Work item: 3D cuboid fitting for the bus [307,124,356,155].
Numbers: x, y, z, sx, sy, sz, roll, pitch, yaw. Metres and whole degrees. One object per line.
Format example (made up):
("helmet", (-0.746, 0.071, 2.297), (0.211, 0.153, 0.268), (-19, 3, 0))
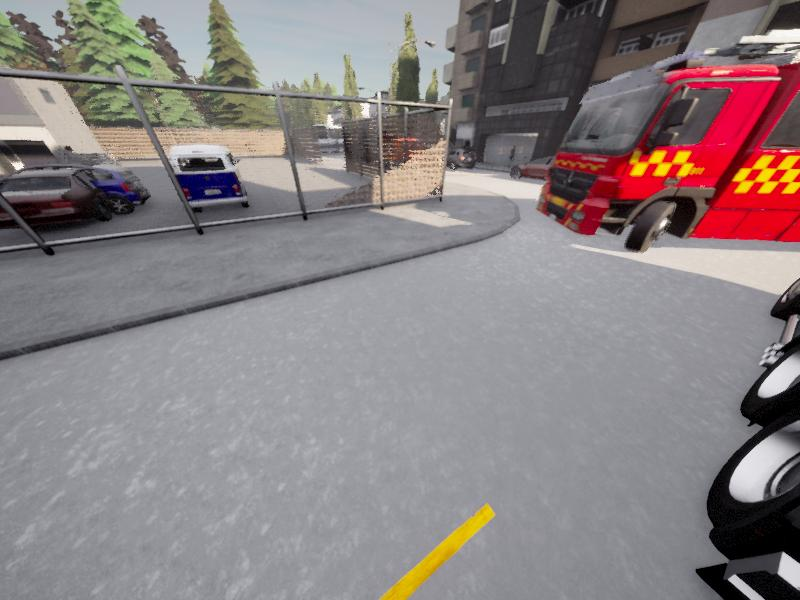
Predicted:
("bus", (-12.396, -30.160, 43.403), (3.944, 4.253, 10.273), (7, 36, 12))

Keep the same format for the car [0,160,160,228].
("car", (-10.993, -3.621, 7.635), (3.705, 1.547, 1.789), (-18, 39, -24))

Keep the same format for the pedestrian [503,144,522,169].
("pedestrian", (9.908, -12.666, 20.365), (0.751, 1.860, 0.751), (-11, 36, -15))

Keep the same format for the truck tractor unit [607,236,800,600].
("truck tractor unit", (5.067, -0.340, 0.856), (6.516, 4.208, 3.053), (-20, 40, -26))

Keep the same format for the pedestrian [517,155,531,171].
("pedestrian", (10.428, -11.554, 19.439), (0.500, 1.100, 0.500), (-15, 38, -21))

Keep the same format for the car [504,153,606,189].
("car", (9.548, -8.386, 14.783), (2.163, 1.488, 4.792), (-18, 39, -24))

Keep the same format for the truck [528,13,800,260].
("truck", (8.596, -3.374, 5.540), (8.468, 3.827, 2.891), (3, 35, 4))
